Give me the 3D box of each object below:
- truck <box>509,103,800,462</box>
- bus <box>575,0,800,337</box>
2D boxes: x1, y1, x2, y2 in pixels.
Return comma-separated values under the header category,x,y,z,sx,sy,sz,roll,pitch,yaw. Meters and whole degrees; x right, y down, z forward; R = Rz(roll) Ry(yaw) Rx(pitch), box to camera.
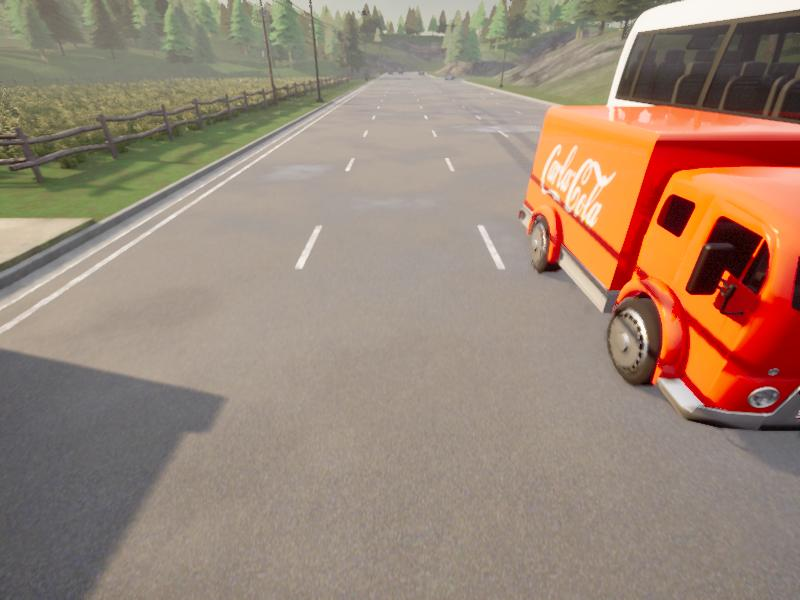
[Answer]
category,x,y,z,sx,sy,sz,roll,pitch,yaw
truck,3.500,-0.953,5.148,2.627,2.467,5.204,0,30,0
bus,7.120,-2.634,6.251,3.944,4.253,10.273,0,30,0
